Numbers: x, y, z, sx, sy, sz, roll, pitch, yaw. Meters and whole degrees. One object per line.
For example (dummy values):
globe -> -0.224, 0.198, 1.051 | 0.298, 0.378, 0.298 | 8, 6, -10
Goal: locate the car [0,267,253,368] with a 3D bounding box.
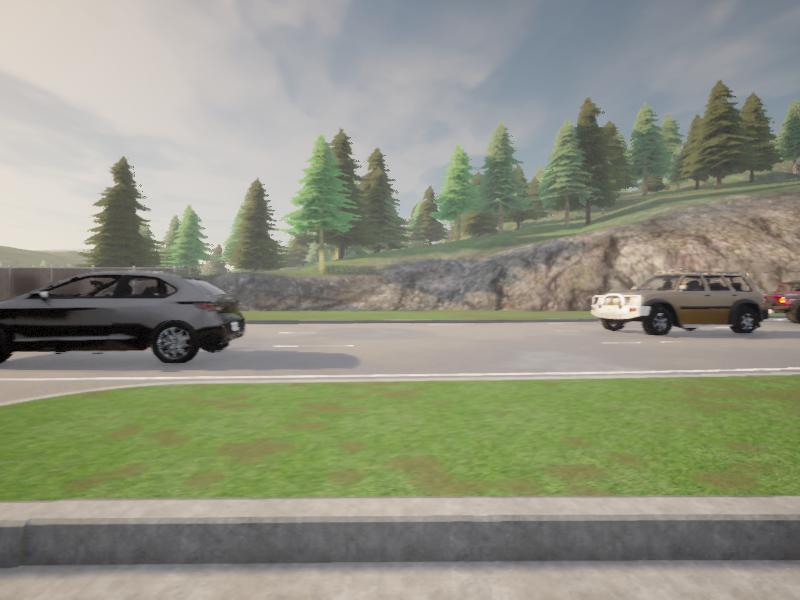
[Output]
car -> -4.923, 0.255, 6.825 | 4.193, 1.474, 1.816 | 0, 0, -4

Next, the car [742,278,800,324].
car -> 17.500, 0.041, 17.538 | 3.866, 1.878, 1.905 | 0, 0, -14

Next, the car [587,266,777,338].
car -> 8.170, 0.049, 11.747 | 4.605, 1.855, 1.932 | 0, 0, -12
